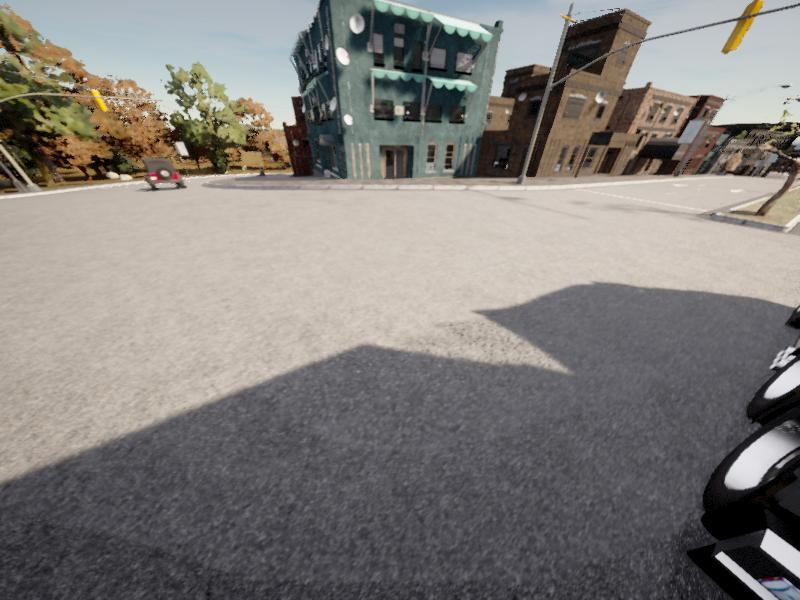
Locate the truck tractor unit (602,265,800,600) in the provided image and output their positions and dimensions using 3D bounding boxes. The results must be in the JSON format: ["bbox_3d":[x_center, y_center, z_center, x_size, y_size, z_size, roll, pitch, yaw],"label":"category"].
[{"bbox_3d":[5.127,-0.279,0.804,6.516,4.208,3.053,-17,39,-25],"label":"truck tractor unit"}]

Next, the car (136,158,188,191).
[{"bbox_3d":[-17.422,-9.194,16.899,3.866,1.878,1.905,26,40,38],"label":"car"}]
